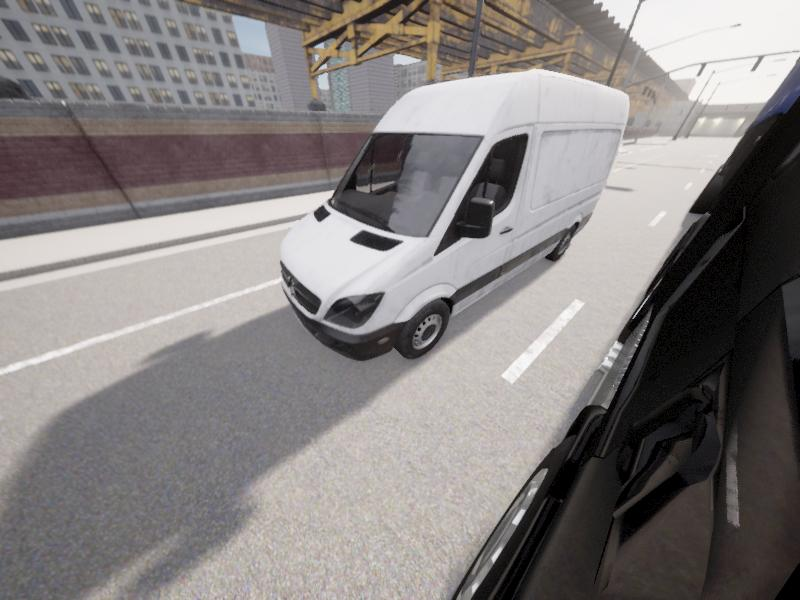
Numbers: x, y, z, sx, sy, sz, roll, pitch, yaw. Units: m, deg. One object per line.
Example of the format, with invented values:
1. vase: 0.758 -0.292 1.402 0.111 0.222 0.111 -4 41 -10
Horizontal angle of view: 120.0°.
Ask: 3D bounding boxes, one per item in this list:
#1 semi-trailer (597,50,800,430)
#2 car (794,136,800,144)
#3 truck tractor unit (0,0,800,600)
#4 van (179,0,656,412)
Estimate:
1. semi-trailer: 8.752 -3.412 4.382 14.254 4.402 2.717 -26 44 -31
2. car: 70.511 -27.872 39.492 5.566 2.045 2.150 -26 44 -31
3. truck tractor unit: 2.645 -0.295 0.351 6.516 4.208 3.053 -28 43 -30
4. van: 1.159 -1.580 3.509 5.915 2.561 1.988 -27 44 -31
